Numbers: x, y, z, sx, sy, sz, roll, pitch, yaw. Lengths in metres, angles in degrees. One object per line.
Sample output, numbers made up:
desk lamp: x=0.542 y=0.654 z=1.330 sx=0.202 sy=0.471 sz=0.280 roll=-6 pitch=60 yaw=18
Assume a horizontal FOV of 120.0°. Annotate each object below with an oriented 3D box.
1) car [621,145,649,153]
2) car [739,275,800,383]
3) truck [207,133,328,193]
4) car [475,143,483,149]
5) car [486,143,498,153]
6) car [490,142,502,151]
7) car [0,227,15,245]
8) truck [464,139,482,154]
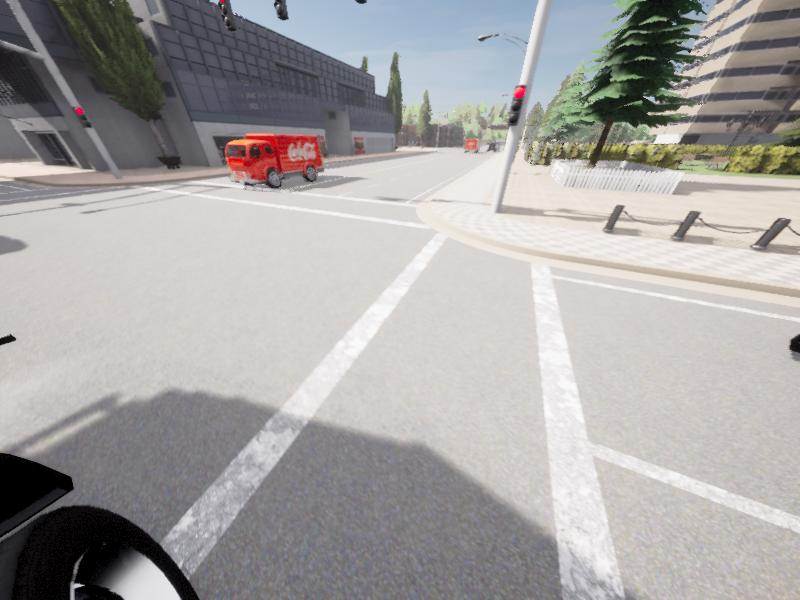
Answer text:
car: x=62.618 y=-40.262 z=61.671 sx=4.611 sy=1.667 sz=2.242 roll=14 pitch=37 yaw=19
car: x=6.938 y=0.924 z=1.434 sx=4.974 sy=1.542 sz=2.038 roll=15 pitch=37 yaw=19
truck: x=-7.079 y=-8.091 z=13.354 sx=2.627 sy=2.467 sz=5.204 roll=14 pitch=37 yaw=18
car: x=26.754 y=-52.062 z=78.070 sx=1.882 sy=1.535 sz=5.008 roll=6 pitch=35 yaw=8
car: x=21.596 y=-35.600 z=53.982 sx=1.905 sy=1.878 sz=3.866 roll=14 pitch=37 yaw=19
car: x=25.842 y=-41.271 z=62.072 sx=2.150 sy=2.045 sz=5.566 roll=14 pitch=37 yaw=19
car: x=-11.917 y=-1.240 z=4.116 sx=2.242 sy=1.667 sz=4.611 roll=14 pitch=37 yaw=18
truck: x=15.682 y=-33.092 z=49.746 sx=2.627 sy=2.467 sz=5.204 roll=14 pitch=37 yaw=18
